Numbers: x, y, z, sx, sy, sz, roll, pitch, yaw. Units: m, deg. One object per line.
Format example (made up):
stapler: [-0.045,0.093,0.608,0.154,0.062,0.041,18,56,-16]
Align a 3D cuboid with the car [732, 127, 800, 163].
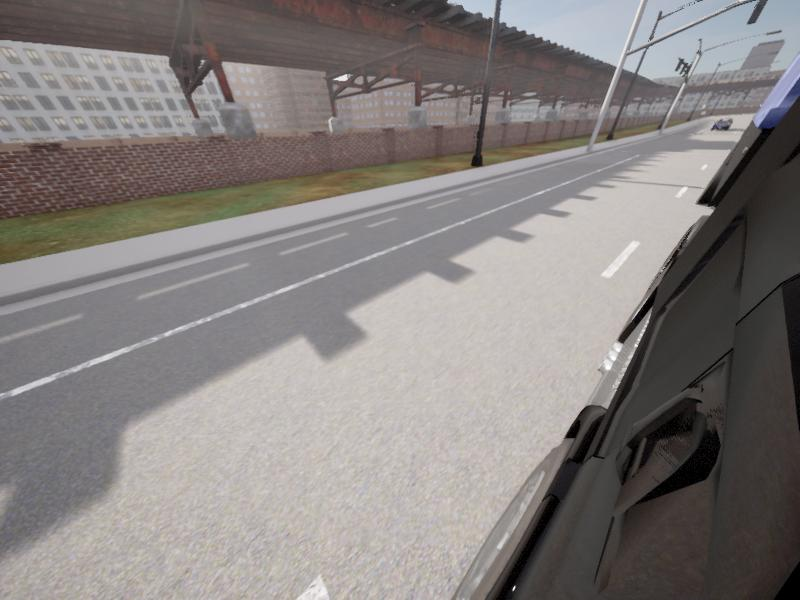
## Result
car: [21.170,-8.726,12.917,4.181,1.385,1.994,-22,41,-25]

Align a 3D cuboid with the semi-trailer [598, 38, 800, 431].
semi-trailer: [8.693,-3.598,4.250,14.254,4.402,2.717,-28,43,-30]

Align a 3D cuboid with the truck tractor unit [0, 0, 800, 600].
truck tractor unit: [2.645,-0.295,0.351,6.516,4.208,3.053,-28,44,-30]

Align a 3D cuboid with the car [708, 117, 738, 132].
car: [47.123,-25.639,33.710,3.633,1.501,1.845,-28,44,-30]
